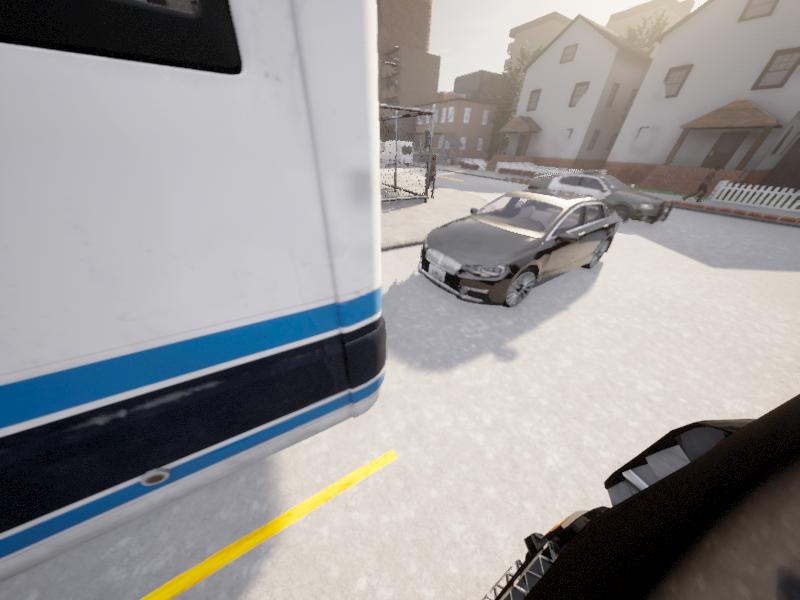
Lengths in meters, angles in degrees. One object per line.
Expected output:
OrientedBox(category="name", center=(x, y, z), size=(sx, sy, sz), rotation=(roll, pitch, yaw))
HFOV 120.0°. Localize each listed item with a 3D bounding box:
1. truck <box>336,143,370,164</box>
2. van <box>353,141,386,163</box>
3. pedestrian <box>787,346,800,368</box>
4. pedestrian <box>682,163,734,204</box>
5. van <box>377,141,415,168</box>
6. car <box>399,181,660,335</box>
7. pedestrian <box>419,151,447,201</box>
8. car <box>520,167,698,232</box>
OrientedBox(category="truck", center=(-6.295, -19.384, 30.521), size=(2.390, 2.098, 6.274), rotation=(-15, 38, -24))
OrientedBox(category="van", center=(-4.627, -22.354, 34.771), size=(2.351, 2.431, 6.366), rotation=(-17, 38, -26))
OrientedBox(category="pedestrian", center=(5.255, 0.253, 2.110), size=(0.751, 1.860, 0.751), rotation=(23, 39, 27))
OrientedBox(category="pedestrian", center=(16.198, -6.155, 12.208), size=(0.751, 1.860, 0.751), rotation=(-16, 38, -26))
OrientedBox(category="van", center=(-0.650, -18.339, 28.933), size=(1.988, 2.561, 5.915), rotation=(-16, 38, -26))
OrientedBox(category="car", center=(2.631, -1.343, 4.681), size=(4.902, 1.511, 2.128), rotation=(-19, 39, -28))
OrientedBox(category="pedestrian", center=(1.445, -5.536, 10.324), size=(0.751, 1.860, 0.751), rotation=(-16, 38, -26))
OrientedBox(category="car", center=(8.117, -4.487, 9.715), size=(2.038, 1.542, 4.974), rotation=(-16, 38, -25))
